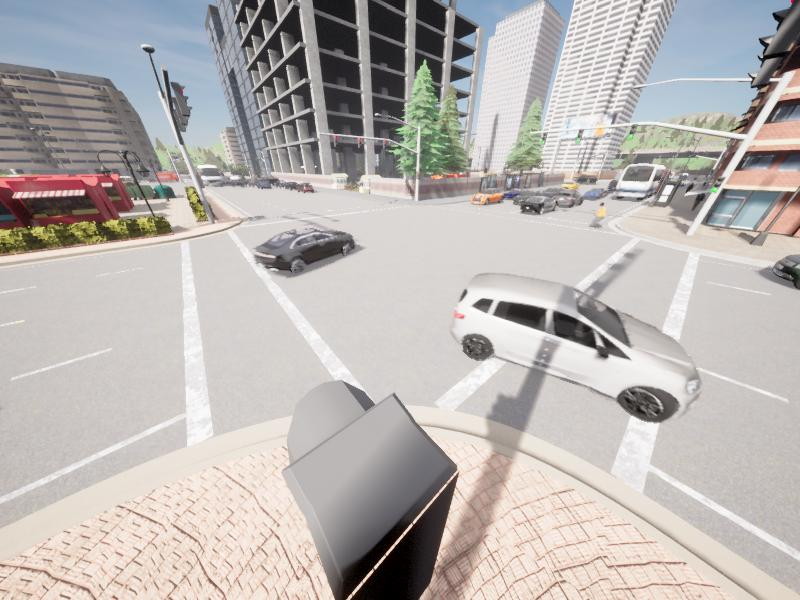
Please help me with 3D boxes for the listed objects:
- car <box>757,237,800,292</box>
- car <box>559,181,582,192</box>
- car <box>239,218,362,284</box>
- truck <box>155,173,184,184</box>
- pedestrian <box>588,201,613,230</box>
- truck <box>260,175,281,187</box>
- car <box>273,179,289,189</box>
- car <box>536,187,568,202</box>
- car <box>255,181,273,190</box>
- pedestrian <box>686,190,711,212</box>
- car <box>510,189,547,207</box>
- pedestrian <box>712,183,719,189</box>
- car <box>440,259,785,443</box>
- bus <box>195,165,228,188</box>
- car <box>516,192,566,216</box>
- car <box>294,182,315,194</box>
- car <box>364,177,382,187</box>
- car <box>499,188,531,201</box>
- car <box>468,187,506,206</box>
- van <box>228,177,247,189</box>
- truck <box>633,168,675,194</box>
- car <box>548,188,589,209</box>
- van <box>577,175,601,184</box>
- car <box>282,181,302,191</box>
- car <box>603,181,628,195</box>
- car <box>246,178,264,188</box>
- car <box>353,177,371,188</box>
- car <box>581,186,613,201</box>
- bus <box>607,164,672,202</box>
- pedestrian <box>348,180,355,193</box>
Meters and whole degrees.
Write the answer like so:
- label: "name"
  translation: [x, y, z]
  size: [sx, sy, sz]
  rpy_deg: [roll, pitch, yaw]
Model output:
- label: "car"
  translation: [16.218, -0.903, 7.905]
  size: [3.705, 1.549, 1.789]
  rpy_deg: [21, 36, 32]
- label: "car"
  translation: [32.693, -21.856, 44.324]
  size: [5.008, 1.535, 1.882]
  rpy_deg: [-23, 37, -34]
- label: "car"
  translation: [-4.289, -2.607, 10.977]
  size: [2.128, 1.511, 4.902]
  rpy_deg: [19, 35, 28]
- label: "truck"
  translation: [-64.107, -33.980, 64.388]
  size: [5.204, 2.467, 2.627]
  rpy_deg: [-23, 37, -34]
- label: "pedestrian"
  translation: [14.412, -6.113, 16.682]
  size: [0.751, 1.860, 0.751]
  rpy_deg: [17, 34, 27]
- label: "truck"
  translation: [-30.214, -27.803, 53.953]
  size: [2.390, 2.098, 6.274]
  rpy_deg: [-23, 37, -34]
- label: "car"
  translation: [-25.198, -24.615, 48.975]
  size: [1.789, 1.549, 3.705]
  rpy_deg: [-23, 37, -34]
- label: "car"
  translation: [21.150, -14.728, 32.022]
  size: [4.892, 1.490, 1.837]
  rpy_deg: [-23, 37, -34]
- label: "car"
  translation: [-27.697, -23.301, 46.885]
  size: [1.994, 1.385, 4.181]
  rpy_deg: [-23, 37, -34]
- label: "pedestrian"
  translation: [28.831, -9.550, 22.334]
  size: [0.751, 1.860, 0.751]
  rpy_deg: [-21, 36, -32]
- label: "car"
  translation: [15.622, -12.414, 28.014]
  size: [4.892, 1.490, 1.837]
  rpy_deg: [-23, 37, -34]
- label: "pedestrian"
  translation: [63.781, -23.000, 46.694]
  size: [0.500, 1.100, 0.500]
  rpy_deg: [-26, 39, -37]
- label: "car"
  translation: [3.552, 0.577, 5.252]
  size: [4.611, 1.667, 2.242]
  rpy_deg: [16, 33, 27]
- label: "bus"
  translation: [-43.000, -28.244, 52.568]
  size: [3.944, 4.253, 10.273]
  rpy_deg: [-23, 37, -34]
- label: "car"
  translation: [14.143, -9.680, 23.131]
  size: [5.238, 1.638, 1.930]
  rpy_deg: [-21, 36, -32]
- label: "car"
  translation: [-16.556, -19.550, 40.149]
  size: [1.851, 1.617, 3.988]
  rpy_deg: [-23, 37, -34]
- label: "car"
  translation: [-5.875, -25.875, 50.553]
  size: [1.905, 1.878, 3.866]
  rpy_deg: [-23, 37, -34]
- label: "car"
  translation: [16.067, -14.798, 32.341]
  size: [4.718, 1.301, 1.895]
  rpy_deg: [-23, 37, -34]
- label: "car"
  translation: [10.696, -12.768, 28.325]
  size: [4.553, 1.767, 2.097]
  rpy_deg: [-23, 37, -34]
- label: "van"
  translation: [-34.483, -24.883, 48.955]
  size: [2.069, 2.038, 4.480]
  rpy_deg: [-23, 37, -34]
- label: "truck"
  translation: [44.882, -21.100, 40.720]
  size: [8.468, 3.827, 2.891]
  rpy_deg: [-23, 37, -34]
- label: "car"
  translation: [19.754, -11.947, 27.030]
  size: [4.611, 1.667, 2.242]
  rpy_deg: [-23, 37, -34]
- label: "van"
  translation: [51.868, -33.221, 63.558]
  size: [1.775, 1.987, 4.442]
  rpy_deg: [-22, 37, -34]
- label: "car"
  translation: [-20.828, -22.030, 44.514]
  size: [1.882, 1.535, 5.008]
  rpy_deg: [-23, 37, -34]
- label: "car"
  translation: [36.333, -18.962, 38.972]
  size: [3.866, 1.878, 1.905]
  rpy_deg: [-23, 37, -34]
- label: "car"
  translation: [-32.368, -26.160, 51.584]
  size: [2.152, 1.651, 5.027]
  rpy_deg: [-23, 37, -34]
- label: "car"
  translation: [-8.128, -24.929, 48.916]
  size: [1.905, 1.878, 3.866]
  rpy_deg: [-23, 37, -34]
- label: "car"
  translation: [28.456, -15.456, 33.383]
  size: [5.357, 1.411, 2.033]
  rpy_deg: [-23, 37, -34]
- label: "bus"
  translation: [34.465, -17.010, 33.209]
  size: [10.273, 4.253, 3.944]
  rpy_deg: [-22, 37, -34]
- label: "pedestrian"
  translation: [-8.150, -19.138, 38.830]
  size: [0.751, 1.860, 0.751]
  rpy_deg: [-15, 33, -24]
